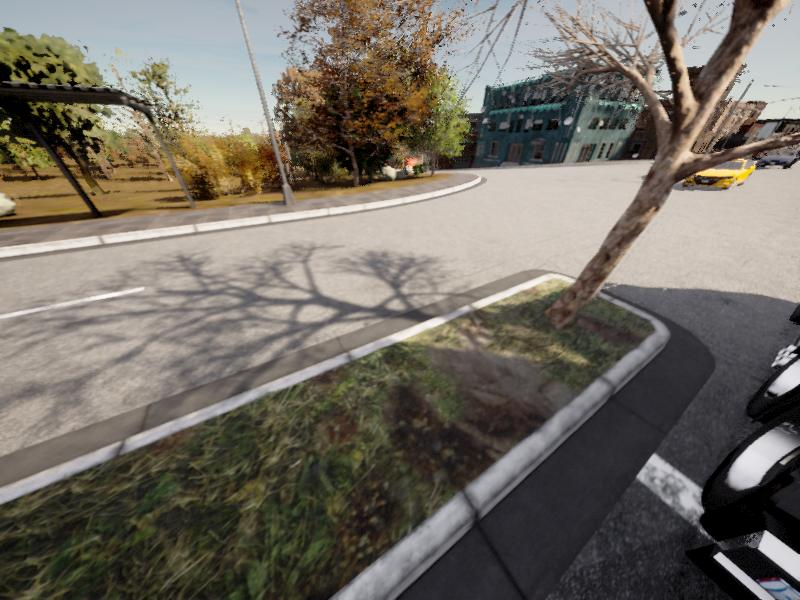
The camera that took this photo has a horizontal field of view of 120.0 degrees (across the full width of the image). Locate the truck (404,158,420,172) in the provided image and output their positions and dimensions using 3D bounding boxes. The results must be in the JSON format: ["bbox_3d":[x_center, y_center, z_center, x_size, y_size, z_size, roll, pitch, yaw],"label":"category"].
[{"bbox_3d":[2.631,-30.562,52.368,2.627,2.467,5.204,-6,29,-7],"label":"truck"}]

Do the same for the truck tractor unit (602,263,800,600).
[{"bbox_3d":[5.109,-0.303,0.785,6.516,4.208,3.053,-18,39,-24],"label":"truck tractor unit"}]

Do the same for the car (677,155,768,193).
[{"bbox_3d":[19.589,-7.752,14.040,5.008,1.535,1.882,-19,39,-24],"label":"car"}]

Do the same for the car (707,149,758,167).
[{"bbox_3d":[34.123,-14.579,23.710,4.181,1.385,1.994,-17,38,-25],"label":"car"}]

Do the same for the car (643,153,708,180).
[{"bbox_3d":[20.802,-10.137,17.463,3.633,1.501,1.845,-19,38,-24],"label":"car"}]

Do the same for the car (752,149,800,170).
[{"bbox_3d":[34.659,-12.838,21.081,4.193,1.474,1.816,-17,38,-25],"label":"car"}]
